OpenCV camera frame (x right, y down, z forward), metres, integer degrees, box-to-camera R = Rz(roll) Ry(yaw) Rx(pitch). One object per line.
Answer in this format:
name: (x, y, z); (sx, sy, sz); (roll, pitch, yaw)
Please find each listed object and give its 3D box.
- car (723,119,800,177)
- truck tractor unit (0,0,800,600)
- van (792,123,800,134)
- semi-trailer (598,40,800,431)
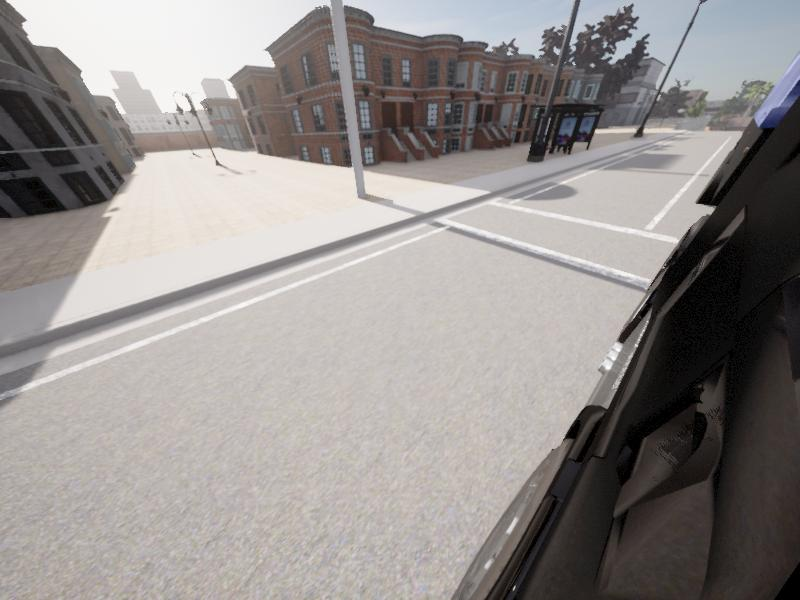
car: (16.819, -6.890, 10.256); (4.553, 1.767, 2.097); (-28, 44, -30)
truck tractor unit: (2.645, -0.295, 0.352); (6.516, 4.208, 3.053); (-28, 44, -30)
van: (43.519, -18.720, 23.721); (5.915, 2.561, 1.988); (-28, 44, -30)
semi-trailer: (8.686, -3.619, 4.231); (14.254, 4.402, 2.717); (-28, 44, -30)
